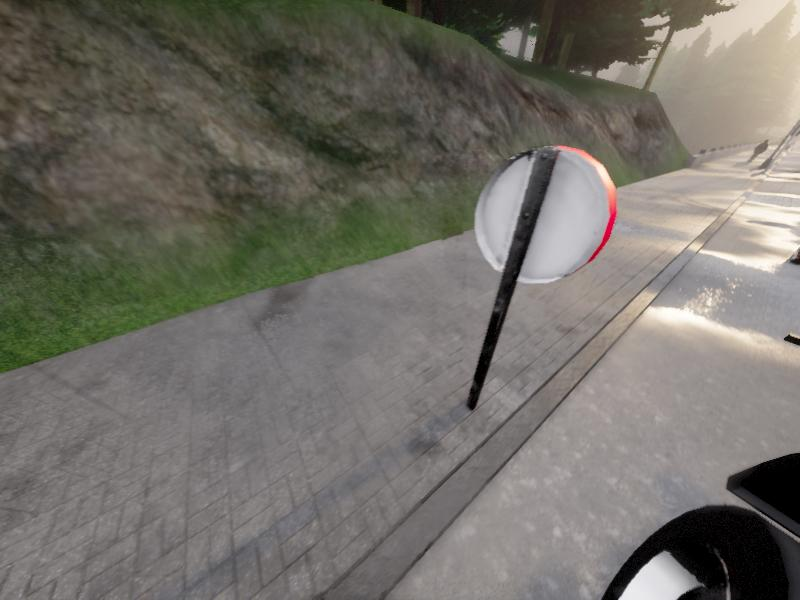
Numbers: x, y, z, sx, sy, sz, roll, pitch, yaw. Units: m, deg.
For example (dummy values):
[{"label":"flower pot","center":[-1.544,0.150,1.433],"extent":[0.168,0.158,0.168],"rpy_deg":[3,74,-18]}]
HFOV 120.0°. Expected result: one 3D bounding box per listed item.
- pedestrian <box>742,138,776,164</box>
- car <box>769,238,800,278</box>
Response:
[{"label":"pedestrian","center":[31.964,-13.269,20.579],"extent":[0.751,1.860,0.751],"rpy_deg":[-20,40,-26]},{"label":"car","center":[10.217,-1.321,4.350],"extent":[5.008,1.535,1.882],"rpy_deg":[-14,37,-18]}]
